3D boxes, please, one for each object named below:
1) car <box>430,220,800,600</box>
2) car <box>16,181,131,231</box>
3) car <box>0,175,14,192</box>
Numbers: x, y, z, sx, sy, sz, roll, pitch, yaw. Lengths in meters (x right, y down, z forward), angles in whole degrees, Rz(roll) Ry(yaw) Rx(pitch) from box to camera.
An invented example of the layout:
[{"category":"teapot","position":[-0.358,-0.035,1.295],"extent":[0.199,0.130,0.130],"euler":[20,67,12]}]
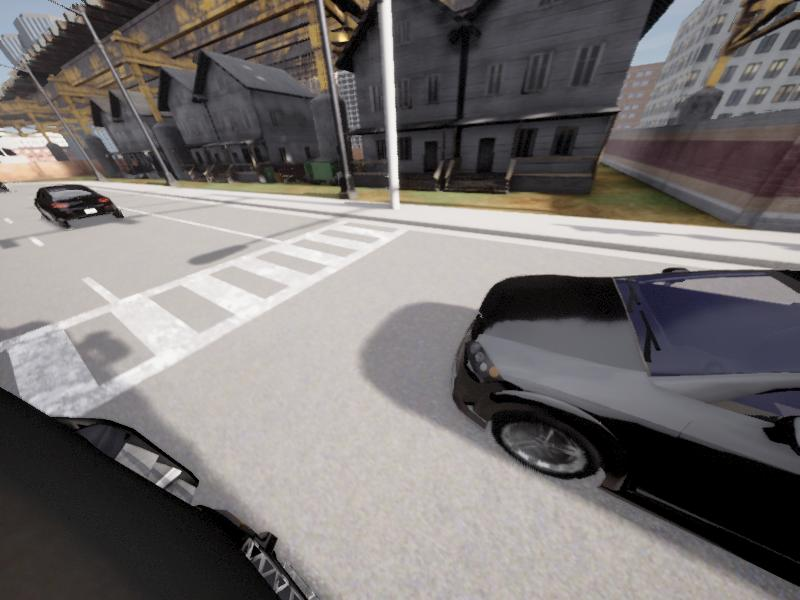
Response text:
[{"category":"car","position":[2.567,0.594,1.635],"extent":[4.181,1.385,1.994],"euler":[16,38,26]},{"category":"car","position":[-14.375,-4.275,10.172],"extent":[4.674,1.442,1.812],"euler":[16,38,26]},{"category":"car","position":[-44.136,-12.258,24.369],"extent":[4.902,1.511,2.128],"euler":[11,36,19]}]
